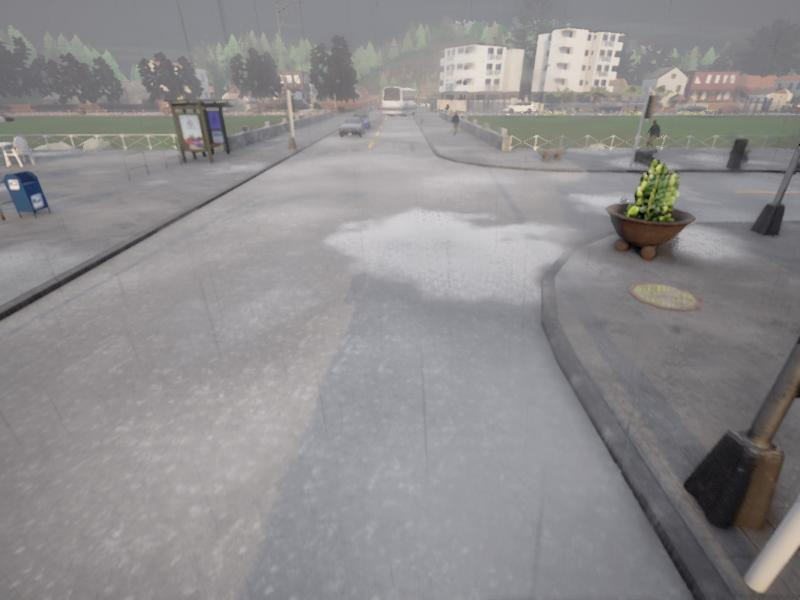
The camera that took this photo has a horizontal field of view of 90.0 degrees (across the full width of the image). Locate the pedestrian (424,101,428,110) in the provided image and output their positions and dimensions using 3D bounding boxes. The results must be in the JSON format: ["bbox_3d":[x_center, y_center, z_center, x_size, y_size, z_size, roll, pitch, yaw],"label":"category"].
[{"bbox_3d":[5.824,-43.264,88.930,0.751,1.860,0.751,1,27,2],"label":"pedestrian"}]

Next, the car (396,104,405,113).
[{"bbox_3d":[0.029,-39.226,81.763,1.837,1.490,4.892,0,27,0],"label":"car"}]

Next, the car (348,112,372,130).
[{"bbox_3d":[-3.986,-18.278,40.755,2.007,1.525,4.514,0,27,0],"label":"car"}]

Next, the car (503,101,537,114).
[{"bbox_3d":[22.115,-35.543,73.944,5.566,2.045,2.150,0,27,0],"label":"car"}]

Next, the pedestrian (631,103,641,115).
[{"bbox_3d":[38.677,-31.367,65.677,0.751,1.860,0.751,0,27,0],"label":"pedestrian"}]

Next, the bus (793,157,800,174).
[{"bbox_3d":[22.411,-6.592,14.873,10.273,4.253,3.944,0,27,0],"label":"bus"}]

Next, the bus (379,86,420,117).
[{"bbox_3d":[0.079,-32.802,66.164,3.944,4.253,10.273,8,28,15],"label":"bus"}]

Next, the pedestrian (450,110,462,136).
[{"bbox_3d":[4.555,-14.436,32.582,0.751,1.860,0.751,6,28,12],"label":"pedestrian"}]

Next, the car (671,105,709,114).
[{"bbox_3d":[53.633,-35.263,74.062,5.357,1.411,2.033,0,27,0],"label":"car"}]

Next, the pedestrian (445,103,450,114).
[{"bbox_3d":[8.768,-35.330,73.686,0.751,1.860,0.751,6,28,11],"label":"pedestrian"}]

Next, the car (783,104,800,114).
[{"bbox_3d":[73.991,-35.316,74.015,3.988,1.617,1.851,0,27,0],"label":"car"}]

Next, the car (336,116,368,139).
[{"bbox_3d":[-3.977,-14.659,33.820,2.033,1.411,5.357,0,27,0],"label":"car"}]

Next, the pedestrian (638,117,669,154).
[{"bbox_3d":[14.156,-9.224,22.407,0.751,1.860,0.751,-4,27,-8],"label":"pedestrian"}]

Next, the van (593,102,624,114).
[{"bbox_3d":[38.525,-35.520,73.944,4.442,1.987,1.775,0,27,0],"label":"van"}]

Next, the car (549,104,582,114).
[{"bbox_3d":[30.580,-35.366,74.031,5.238,1.638,1.930,0,27,0],"label":"car"}]
